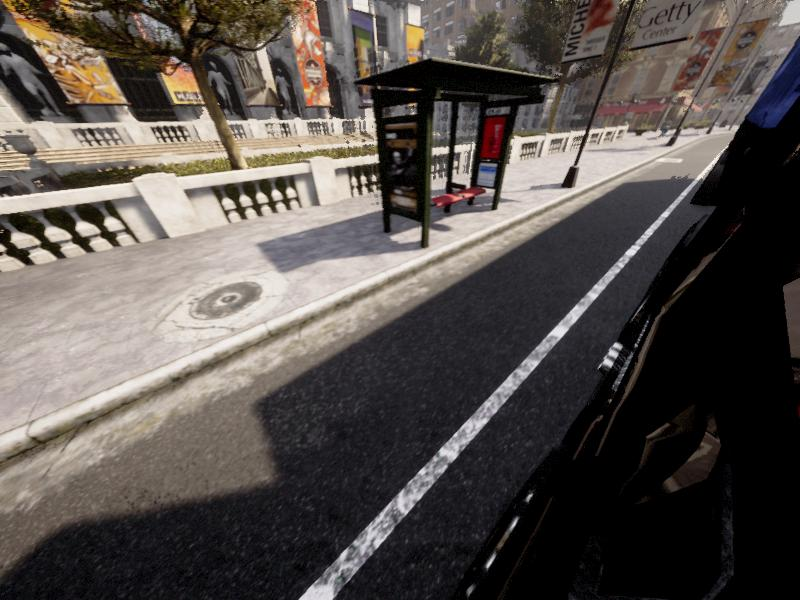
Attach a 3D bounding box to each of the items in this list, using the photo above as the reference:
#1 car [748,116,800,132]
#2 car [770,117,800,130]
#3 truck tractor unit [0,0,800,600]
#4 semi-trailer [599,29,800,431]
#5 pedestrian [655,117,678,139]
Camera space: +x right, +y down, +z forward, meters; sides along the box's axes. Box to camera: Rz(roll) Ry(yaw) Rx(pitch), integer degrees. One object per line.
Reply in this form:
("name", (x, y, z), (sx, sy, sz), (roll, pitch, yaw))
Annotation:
("car", (49.224, -23.145, 30.413), (4.674, 1.452, 2.002), (-14, 38, -15))
("car", (54.690, -24.280, 31.710), (4.718, 1.301, 1.895), (-8, 37, -7))
("truck tractor unit", (2.645, -0.295, 0.351), (6.516, 4.208, 3.053), (-28, 44, -30))
("semi-trailer", (8.633, -3.640, 4.304), (14.254, 4.402, 2.717), (-29, 44, -31))
("pedestrian", (28.589, -18.459, 24.816), (0.751, 1.860, 0.751), (-21, 40, -23))
